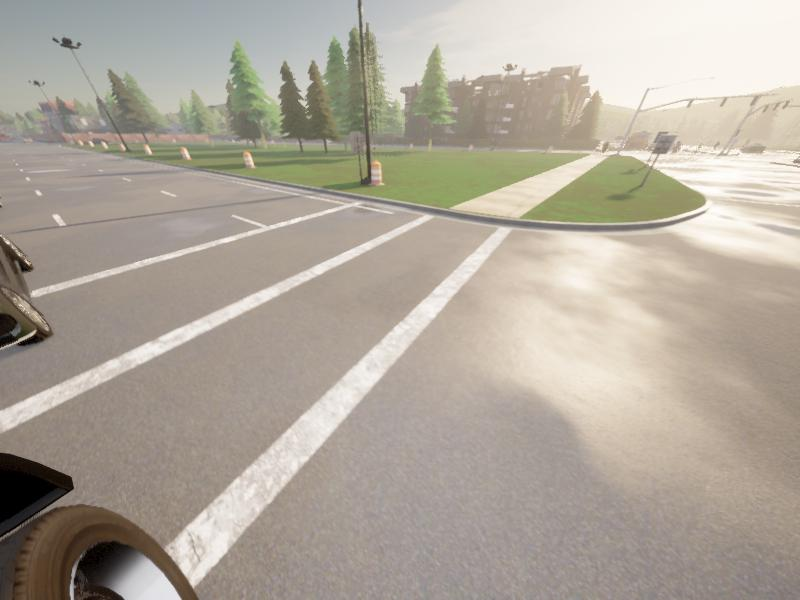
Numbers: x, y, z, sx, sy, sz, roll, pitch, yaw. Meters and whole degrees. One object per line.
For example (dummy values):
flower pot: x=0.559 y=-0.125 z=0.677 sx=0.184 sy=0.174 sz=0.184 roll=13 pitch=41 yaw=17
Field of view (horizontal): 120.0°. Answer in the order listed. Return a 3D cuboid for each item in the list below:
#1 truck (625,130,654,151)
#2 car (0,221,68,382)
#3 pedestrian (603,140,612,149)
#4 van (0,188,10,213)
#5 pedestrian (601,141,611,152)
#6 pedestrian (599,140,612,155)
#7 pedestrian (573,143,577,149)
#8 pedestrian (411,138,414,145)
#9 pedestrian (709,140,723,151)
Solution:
truck: x=58.052 y=-38.868 z=56.227 sx=2.891 sy=3.827 sz=8.468 roll=22 pitch=41 yaw=28
car: x=-6.861 y=-0.321 z=2.887 sx=5.027 sy=1.651 sz=2.152 roll=22 pitch=41 yaw=28
pedestrian: x=47.763 y=-35.729 z=53.077 sx=0.751 sy=1.860 sz=0.751 roll=17 pitch=38 yaw=22
van: x=-16.197 y=-4.282 z=8.095 sx=4.442 sy=1.987 sz=1.775 roll=22 pitch=41 yaw=28
pedestrian: x=41.308 y=-30.798 z=46.292 sx=0.751 sy=1.860 sz=0.751 roll=24 pitch=42 yaw=30
pedestrian: x=31.761 y=-23.555 z=35.672 sx=0.751 sy=1.860 sz=0.751 roll=24 pitch=42 yaw=30
pedestrian: x=41.628 y=-36.600 z=54.912 sx=0.500 sy=1.100 sz=0.500 roll=25 pitch=42 yaw=30
pedestrian: x=4.144 y=-52.448 z=76.342 sx=0.751 sy=1.860 sz=0.751 roll=23 pitch=41 yaw=28
pedestrian: x=66.009 y=-32.194 z=48.247 sx=0.751 sy=1.860 sz=0.751 roll=19 pitch=39 yaw=24
